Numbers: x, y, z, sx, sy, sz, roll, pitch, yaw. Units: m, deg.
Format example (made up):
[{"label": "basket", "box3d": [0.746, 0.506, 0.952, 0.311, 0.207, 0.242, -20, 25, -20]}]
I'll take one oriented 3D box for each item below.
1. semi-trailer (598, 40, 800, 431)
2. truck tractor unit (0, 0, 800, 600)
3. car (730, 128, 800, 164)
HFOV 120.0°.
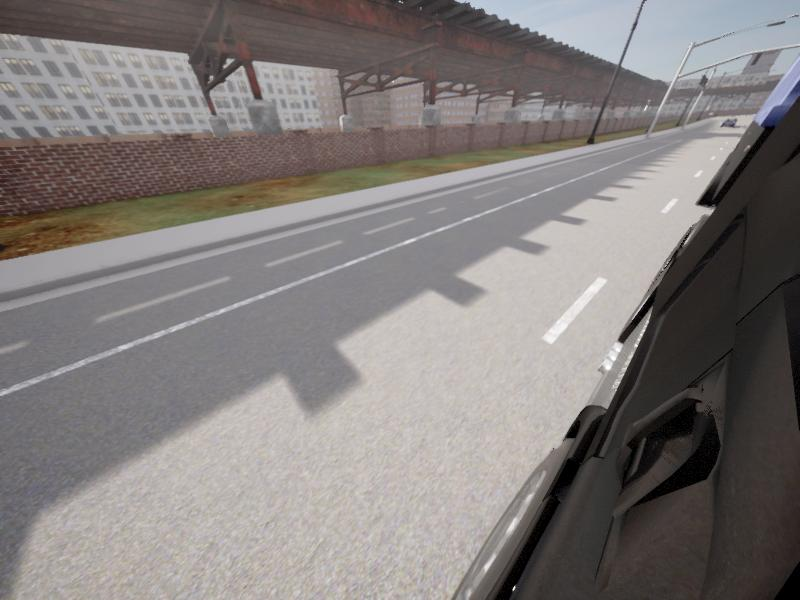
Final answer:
[{"label": "semi-trailer", "box3d": [8.705, -3.578, 4.253, 14.254, 4.402, 2.717, -28, 44, -30]}, {"label": "truck tractor unit", "box3d": [2.645, -0.295, 0.352, 6.516, 4.208, 3.053, -28, 44, -30]}, {"label": "car", "box3d": [21.104, -8.870, 13.215, 4.181, 1.385, 1.994, -28, 44, -30]}]
